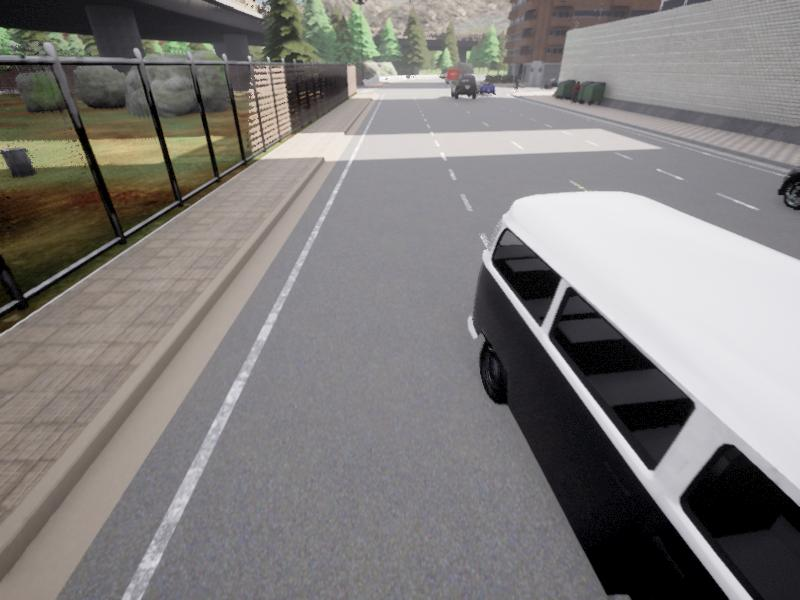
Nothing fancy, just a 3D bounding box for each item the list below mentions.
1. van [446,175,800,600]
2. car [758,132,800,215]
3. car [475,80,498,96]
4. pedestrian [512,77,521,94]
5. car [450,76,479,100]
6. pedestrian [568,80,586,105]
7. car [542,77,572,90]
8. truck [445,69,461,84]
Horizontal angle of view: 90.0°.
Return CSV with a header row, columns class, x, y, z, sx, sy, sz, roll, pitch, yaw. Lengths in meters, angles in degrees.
class,x,y,z,sx,sy,sz,roll,pitch,yaw
van,1.921,0.718,2.752,2.069,2.038,4.480,-4,30,-7
car,10.459,-2.153,8.046,2.033,1.649,4.856,0,30,0
car,10.294,-25.529,48.154,1.816,1.474,4.193,0,30,0
pedestrian,14.786,-27.195,50.659,0.751,1.860,0.751,12,32,19
car,6.818,-22.724,42.787,2.150,2.045,5.566,0,30,0
pedestrian,14.734,-17.314,33.365,0.751,1.860,0.751,0,30,1
car,23.643,-32.671,60.338,3.705,1.549,1.789,0,30,0
truck,10.209,-43.364,77.626,2.627,2.467,5.204,2,30,3
